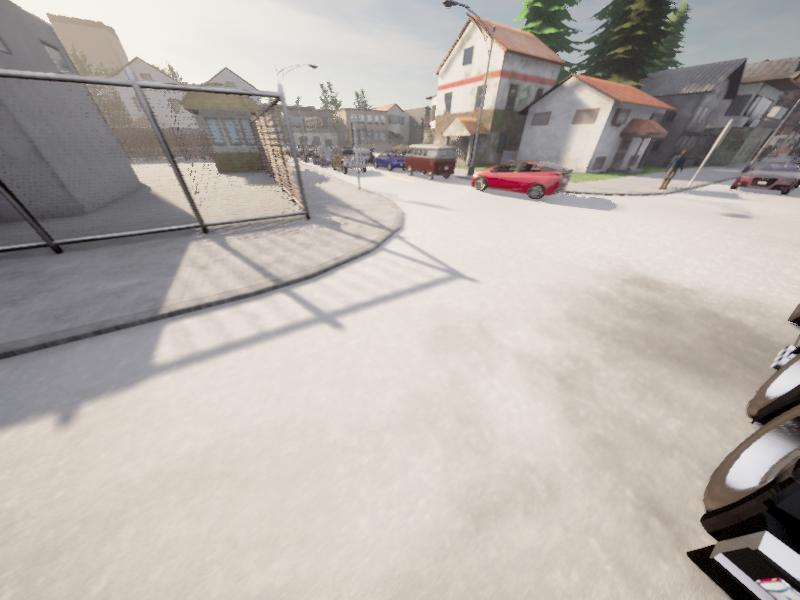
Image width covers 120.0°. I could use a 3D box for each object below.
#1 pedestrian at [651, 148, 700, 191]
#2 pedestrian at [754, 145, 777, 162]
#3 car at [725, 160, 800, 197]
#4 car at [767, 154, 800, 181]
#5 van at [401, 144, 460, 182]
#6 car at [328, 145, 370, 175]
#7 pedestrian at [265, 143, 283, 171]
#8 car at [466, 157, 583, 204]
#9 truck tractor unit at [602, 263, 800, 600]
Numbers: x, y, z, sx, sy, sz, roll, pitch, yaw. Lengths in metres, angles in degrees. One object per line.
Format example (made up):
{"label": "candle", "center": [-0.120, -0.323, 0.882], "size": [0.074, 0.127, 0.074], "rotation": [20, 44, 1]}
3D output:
{"label": "pedestrian", "center": [14.319, -6.802, 12.076], "size": [0.751, 1.860, 0.751], "rotation": [19, 39, 25]}
{"label": "pedestrian", "center": [46.753, -18.765, 29.581], "size": [0.751, 1.860, 0.751], "rotation": [-23, 41, -30]}
{"label": "car", "center": [20.850, -6.891, 12.919], "size": [4.181, 1.385, 1.994], "rotation": [-18, 39, -24]}
{"label": "car", "center": [29.838, -9.887, 17.171], "size": [3.633, 1.501, 1.845], "rotation": [-18, 39, -24]}
{"label": "van", "center": [1.985, -9.956, 16.611], "size": [1.775, 1.987, 4.442], "rotation": [-19, 39, -25]}
{"label": "car", "center": [-4.328, -11.738, 19.211], "size": [1.932, 1.855, 4.605], "rotation": [-17, 38, -23]}
{"label": "pedestrian", "center": [-10.192, -11.540, 18.662], "size": [0.751, 1.860, 0.751], "rotation": [-17, 38, -23]}
{"label": "car", "center": [5.901, -6.140, 11.561], "size": [2.007, 1.525, 4.514], "rotation": [-27, 43, -33]}
{"label": "truck tractor unit", "center": [5.110, -0.300, 0.790], "size": [6.516, 4.208, 3.053], "rotation": [-18, 39, -24]}
